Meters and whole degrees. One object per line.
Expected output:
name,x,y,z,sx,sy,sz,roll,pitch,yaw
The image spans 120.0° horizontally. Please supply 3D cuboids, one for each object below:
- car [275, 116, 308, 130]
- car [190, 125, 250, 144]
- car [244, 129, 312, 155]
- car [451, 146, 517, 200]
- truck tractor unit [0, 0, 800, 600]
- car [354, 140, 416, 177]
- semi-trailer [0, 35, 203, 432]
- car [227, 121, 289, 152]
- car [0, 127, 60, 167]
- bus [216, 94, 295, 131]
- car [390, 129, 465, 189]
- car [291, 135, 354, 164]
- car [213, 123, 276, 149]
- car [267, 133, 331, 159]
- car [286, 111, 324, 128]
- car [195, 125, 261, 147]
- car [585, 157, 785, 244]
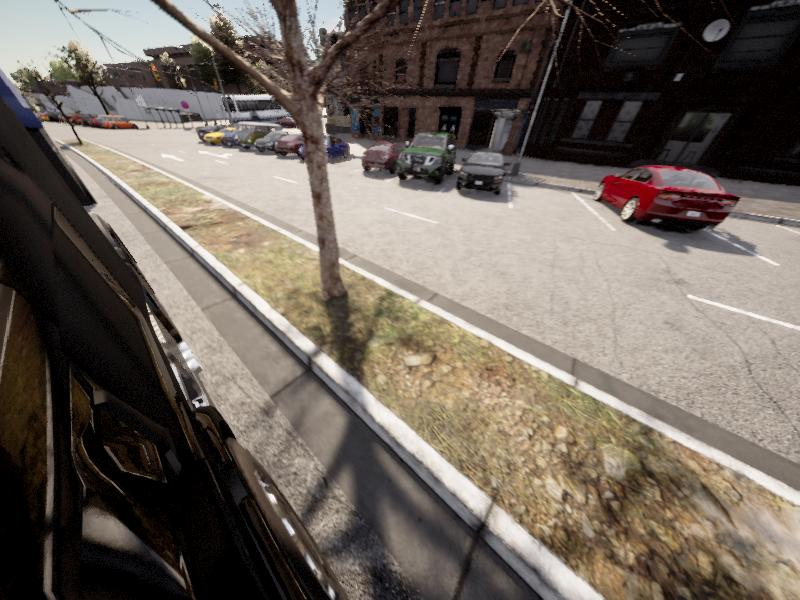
car,-18.662,-30.611,39.899,4.674,1.452,2.002,9,43,8
car,-19.575,-18.193,25.428,2.163,1.488,4.792,12,37,12
car,-10.102,-13.474,19.685,2.231,1.521,4.892,13,37,12
car,3.984,-6.203,10.891,2.097,1.535,5.008,14,38,14
truck tractor unit,-2.645,-0.295,0.351,6.516,4.208,3.053,28,44,30
car,-0.678,-8.625,13.887,2.002,1.452,4.674,13,37,14
semi-trailer,-8.758,-3.565,4.165,14.254,4.402,2.717,27,43,29
car,-12.514,-14.772,20.881,1.878,1.987,4.442,13,37,12
car,-19.717,-7.900,11.796,4.181,1.385,1.994,26,43,28
bus,-24.127,-32.490,39.761,3.944,4.253,10.273,23,47,22
car,1.667,-7.619,12.210,2.435,2.045,5.566,14,38,14
car,-5.366,-11.049,16.820,2.002,1.452,4.674,13,37,13
car,-14.873,-15.948,22.468,2.185,1.767,4.553,13,37,12
car,-7.738,-12.247,18.265,2.002,1.452,4.674,13,37,13
car,-17.038,-32.538,41.613,5.566,2.045,2.435,9,43,8
car,-17.351,-16.895,23.772,1.946,1.575,5.366,12,37,12
car,8.576,-3.713,7.863,2.097,1.535,5.008,14,38,15
